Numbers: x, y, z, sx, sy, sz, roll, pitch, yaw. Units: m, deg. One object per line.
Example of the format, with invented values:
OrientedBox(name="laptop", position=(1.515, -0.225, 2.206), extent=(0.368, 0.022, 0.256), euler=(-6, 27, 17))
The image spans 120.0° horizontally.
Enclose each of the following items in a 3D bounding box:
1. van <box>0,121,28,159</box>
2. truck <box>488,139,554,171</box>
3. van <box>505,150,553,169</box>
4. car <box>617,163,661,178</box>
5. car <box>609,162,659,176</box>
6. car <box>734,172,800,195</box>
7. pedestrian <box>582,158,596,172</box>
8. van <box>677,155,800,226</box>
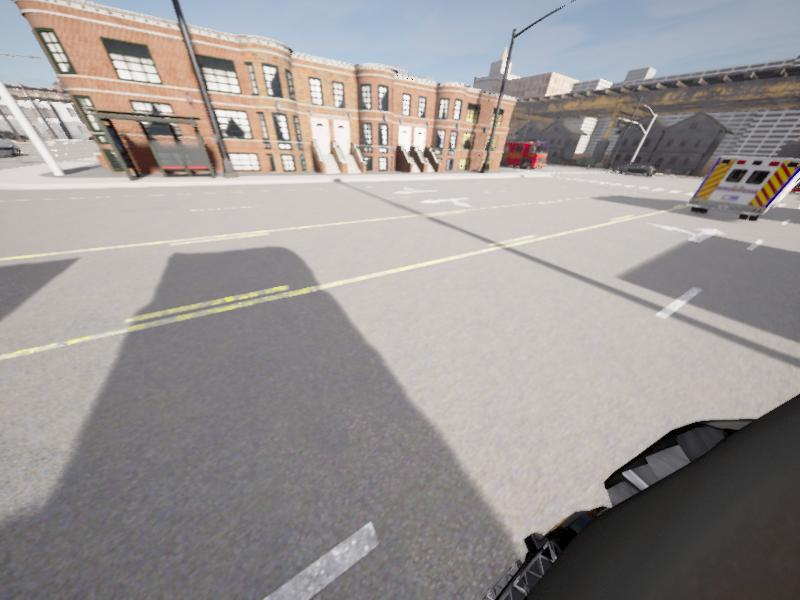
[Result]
OrientedBox(name="van", position=(-33.401, -12.518, 17.926), extent=(1.988, 2.561, 5.915), euler=(-16, 38, -26))
OrientedBox(name="truck", position=(18.718, -23.114, 36.576), extent=(2.891, 3.827, 8.468), euler=(-16, 38, -26))
OrientedBox(name="van", position=(21.489, -23.688, 38.907), extent=(2.351, 2.431, 6.366), euler=(-16, 38, -25))
OrientedBox(name="car", position=(34.008, -18.568, 32.949), extent=(1.789, 1.549, 3.705), euler=(-16, 38, -26))
OrientedBox(name="car", position=(36.107, -20.328, 35.803), extent=(1.837, 1.490, 4.892), euler=(-16, 38, -26))
OrientedBox(name="car", position=(35.988, -10.895, 21.605), extent=(5.008, 1.535, 1.882), euler=(14, 35, 16))
OrientedBox(name="pedestrian", position=(30.207, -21.597, 36.892), extent=(0.751, 1.860, 0.751), euler=(-9, 36, -17))
OrientedBox(name="van", position=(17.066, -5.488, 11.270), extent=(6.366, 2.431, 2.351), euler=(-16, 38, -26))
